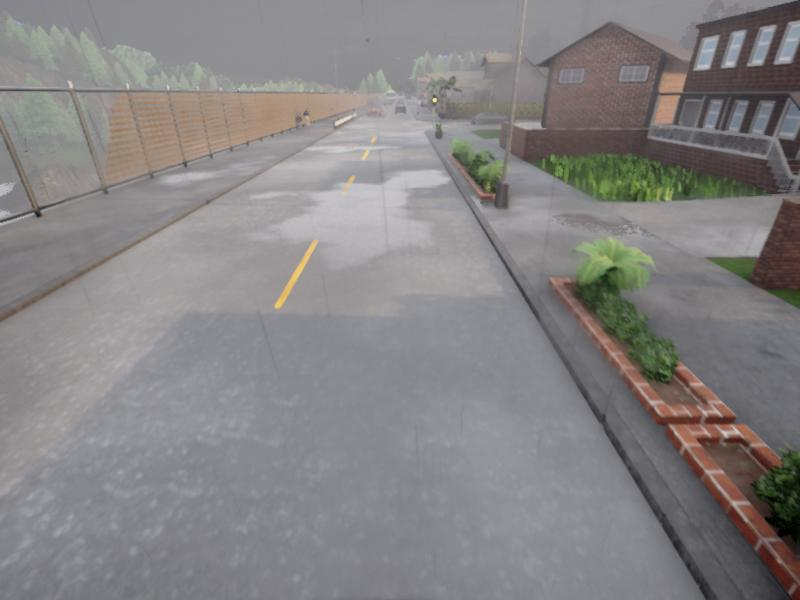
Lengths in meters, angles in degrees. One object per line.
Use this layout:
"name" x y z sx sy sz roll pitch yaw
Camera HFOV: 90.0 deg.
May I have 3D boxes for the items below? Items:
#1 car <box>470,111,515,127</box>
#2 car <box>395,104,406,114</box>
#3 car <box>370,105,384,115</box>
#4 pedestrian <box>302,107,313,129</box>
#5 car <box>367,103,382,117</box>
"car" 9.651 -19.100 42.208 4.181 1.385 1.994 0 27 -1
"car" 0.114 -33.247 69.561 1.882 1.535 5.008 0 27 0
"car" -3.892 -32.427 68.170 1.994 1.385 4.181 0 27 0
"pedestrian" -8.631 -16.991 37.370 0.751 1.860 0.751 0 27 1
"car" -3.867 -29.260 61.549 2.097 1.767 4.553 0 27 0
